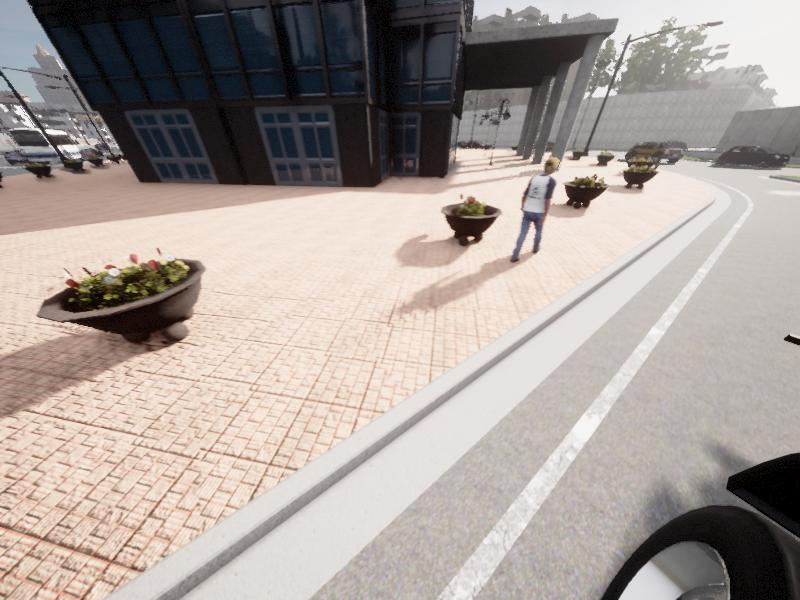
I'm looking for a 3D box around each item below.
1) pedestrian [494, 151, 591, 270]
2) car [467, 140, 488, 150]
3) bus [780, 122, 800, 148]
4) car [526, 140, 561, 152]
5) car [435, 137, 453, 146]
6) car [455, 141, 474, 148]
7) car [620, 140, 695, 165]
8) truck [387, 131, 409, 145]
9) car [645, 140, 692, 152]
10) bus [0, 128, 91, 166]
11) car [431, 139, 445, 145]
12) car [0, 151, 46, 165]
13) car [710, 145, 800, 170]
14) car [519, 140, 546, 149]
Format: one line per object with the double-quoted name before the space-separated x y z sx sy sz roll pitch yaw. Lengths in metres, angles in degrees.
"pedestrian" 2.520 -1.633 4.281 0.751 1.860 0.751 -22 41 -28
"car" 16.954 -34.082 50.693 1.851 1.617 3.988 -21 40 -27
"bus" 86.919 -35.248 49.322 10.273 4.253 3.944 -22 41 -27
"car" 26.527 -28.682 42.882 2.152 1.651 5.027 -17 39 -22
"car" 13.283 -48.313 70.439 2.150 2.045 5.566 -21 40 -27
"car" 15.883 -38.571 57.180 1.994 1.385 4.181 -21 40 -27
"car" 24.755 -14.464 22.545 1.932 1.855 4.605 -1 35 1
"truck" -0.775 -53.824 76.813 2.891 3.827 8.468 -21 40 -27
"car" 49.150 -28.363 42.473 5.027 1.651 2.152 9 36 13
"bus" -53.517 -23.466 35.391 3.944 4.253 10.273 -22 41 -28
"car" 12.577 -52.327 76.593 1.837 1.490 4.892 -21 40 -27
"car" -56.128 -21.146 34.394 2.033 1.649 4.856 -22 39 -28
"car" 28.894 -11.677 18.859 1.845 1.501 3.633 -8 36 -10
"car" 29.304 -34.541 51.299 2.007 1.525 4.514 -23 41 -29
